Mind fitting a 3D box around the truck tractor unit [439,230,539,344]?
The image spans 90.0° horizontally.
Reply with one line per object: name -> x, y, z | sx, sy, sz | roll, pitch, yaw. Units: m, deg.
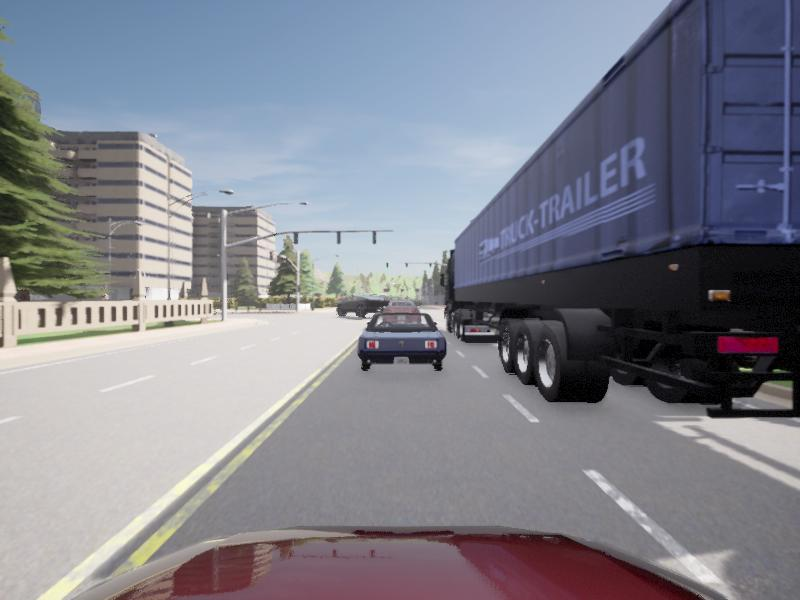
truck tractor unit -> 3.575, -0.497, 17.960 | 3.053, 4.208, 6.516 | 0, 0, 0

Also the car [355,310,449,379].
car -> 0.046, 0.959, 10.476 | 1.895, 1.301, 4.718 | 0, 0, 0

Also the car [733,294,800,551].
car -> 3.502, 0.781, 0.437 | 1.930, 1.638, 5.238 | 0, 0, 0

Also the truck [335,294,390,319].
truck -> -3.597, 0.594, 37.049 | 2.390, 2.098, 6.274 | 1, -1, -34

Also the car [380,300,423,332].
car -> 0.093, 0.813, 22.812 | 2.152, 1.651, 5.027 | 0, 0, 0

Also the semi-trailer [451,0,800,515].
semi-trailer -> 3.552, -0.606, 10.050 | 2.717, 4.402, 14.254 | 0, 0, 0
